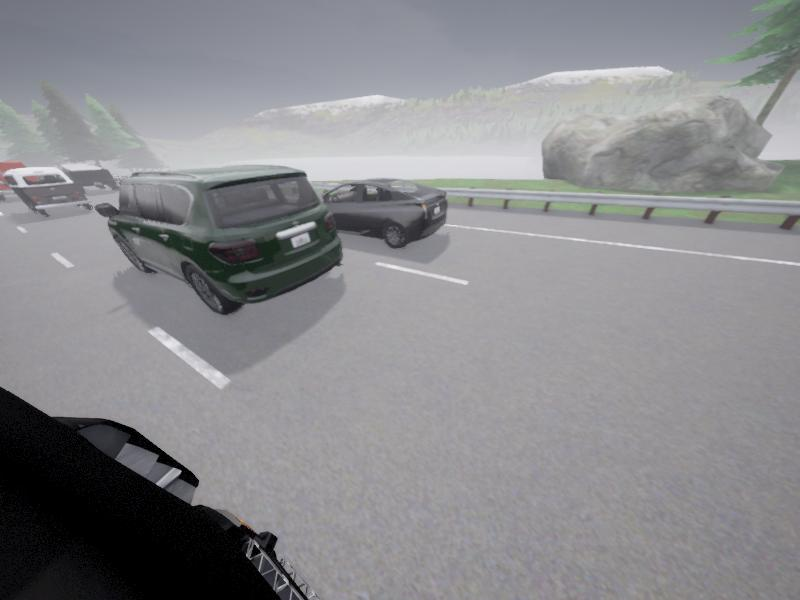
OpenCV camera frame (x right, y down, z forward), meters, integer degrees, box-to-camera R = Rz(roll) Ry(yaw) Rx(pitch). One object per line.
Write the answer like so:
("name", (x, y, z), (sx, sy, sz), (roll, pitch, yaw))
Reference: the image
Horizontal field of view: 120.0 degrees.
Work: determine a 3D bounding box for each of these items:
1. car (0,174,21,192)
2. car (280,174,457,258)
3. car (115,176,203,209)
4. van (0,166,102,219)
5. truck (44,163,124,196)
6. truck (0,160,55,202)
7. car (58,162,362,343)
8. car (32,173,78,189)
("car", (-42.127, -12.247, 24.165), (4.193, 1.474, 1.816), (16, 38, 26))
("car", (-0.923, -2.687, 6.733), (4.514, 1.525, 2.007), (16, 38, 26))
("car", (-13.940, -6.322, 13.368), (4.718, 1.301, 1.895), (16, 38, 26))
("van", (-18.390, -5.685, 12.023), (4.480, 2.038, 2.069), (15, 37, 26))
("truck", (-26.992, -10.394, 19.726), (6.274, 2.098, 2.390), (16, 38, 26))
("truck", (-30.661, -9.371, 18.095), (5.204, 2.467, 2.627), (16, 38, 26))
("car", (-3.765, -1.489, 4.643), (5.566, 2.045, 2.150), (17, 38, 26))
("car", (-38.345, -13.315, 25.685), (4.718, 1.301, 1.895), (16, 38, 26))
